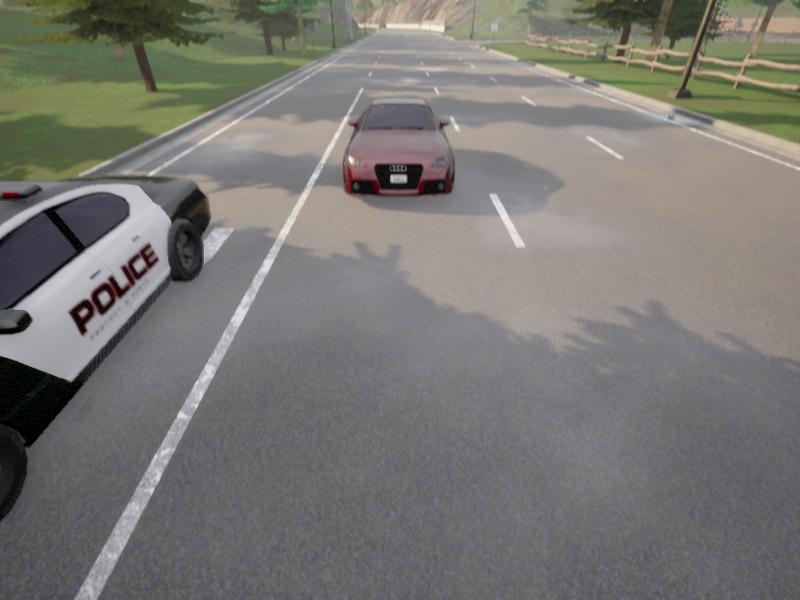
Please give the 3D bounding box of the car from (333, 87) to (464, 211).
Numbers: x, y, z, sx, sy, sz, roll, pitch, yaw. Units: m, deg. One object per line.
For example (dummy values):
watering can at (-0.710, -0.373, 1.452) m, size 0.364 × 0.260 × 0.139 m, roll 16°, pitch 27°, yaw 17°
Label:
car at (-0.026, -3.303, 8.187) m, size 1.994 × 1.385 × 4.181 m, roll 0°, pitch 35°, yaw 0°

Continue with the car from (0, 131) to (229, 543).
car at (-3.514, -0.041, 3.368) m, size 2.038 × 1.542 × 4.974 m, roll 0°, pitch 35°, yaw 0°
